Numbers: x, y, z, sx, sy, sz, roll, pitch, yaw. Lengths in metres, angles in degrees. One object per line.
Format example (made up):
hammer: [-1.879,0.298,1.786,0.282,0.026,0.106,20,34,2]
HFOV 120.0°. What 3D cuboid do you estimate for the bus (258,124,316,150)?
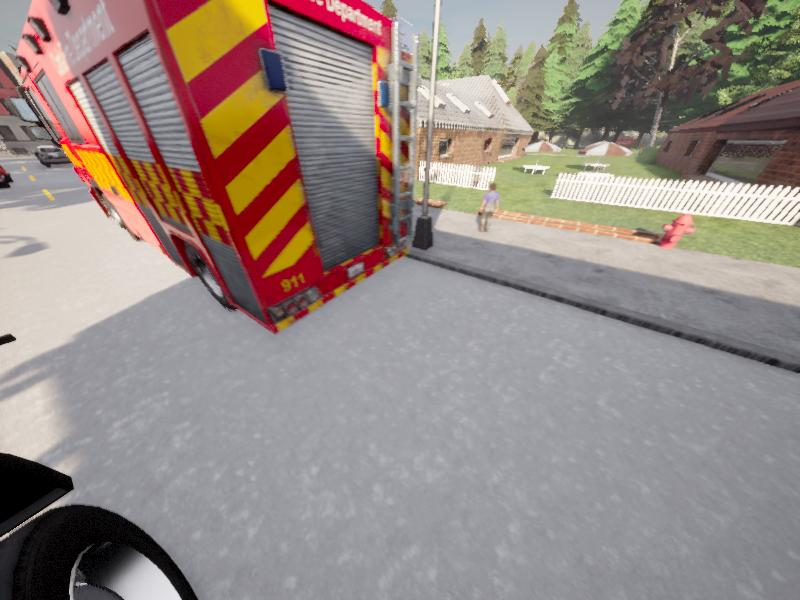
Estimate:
bus: [-24.221,-35.520,50.397,3.944,4.253,10.273,22,41,28]

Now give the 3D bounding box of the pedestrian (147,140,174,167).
pedestrian: [-19.519,-11.966,18.880,0.751,1.860,0.751,26,43,32]

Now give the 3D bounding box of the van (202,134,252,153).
van: [-29.350,-26.820,39.500,1.988,2.561,5.915,23,41,29]

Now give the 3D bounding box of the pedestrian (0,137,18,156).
pedestrian: [-48.441,-18.768,28.286,0.751,1.860,0.751,14,38,19]

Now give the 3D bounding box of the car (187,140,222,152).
car: [-33.870,-26.690,40.087,1.851,1.617,3.988,22,41,28]

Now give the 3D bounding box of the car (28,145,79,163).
car: [-36.810,-15.706,24.690,1.994,1.385,4.181,-27,43,-33]

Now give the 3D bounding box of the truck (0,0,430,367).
truck: [-3.964,-2.854,4.604,8.468,3.827,2.891,22,41,28]

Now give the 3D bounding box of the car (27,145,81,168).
car: [-30.755,-12.800,20.524,3.806,1.475,1.970,22,41,28]

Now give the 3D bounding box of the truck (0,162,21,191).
truck: [-21.990,-6.820,11.254,5.204,2.467,2.627,22,41,28]
